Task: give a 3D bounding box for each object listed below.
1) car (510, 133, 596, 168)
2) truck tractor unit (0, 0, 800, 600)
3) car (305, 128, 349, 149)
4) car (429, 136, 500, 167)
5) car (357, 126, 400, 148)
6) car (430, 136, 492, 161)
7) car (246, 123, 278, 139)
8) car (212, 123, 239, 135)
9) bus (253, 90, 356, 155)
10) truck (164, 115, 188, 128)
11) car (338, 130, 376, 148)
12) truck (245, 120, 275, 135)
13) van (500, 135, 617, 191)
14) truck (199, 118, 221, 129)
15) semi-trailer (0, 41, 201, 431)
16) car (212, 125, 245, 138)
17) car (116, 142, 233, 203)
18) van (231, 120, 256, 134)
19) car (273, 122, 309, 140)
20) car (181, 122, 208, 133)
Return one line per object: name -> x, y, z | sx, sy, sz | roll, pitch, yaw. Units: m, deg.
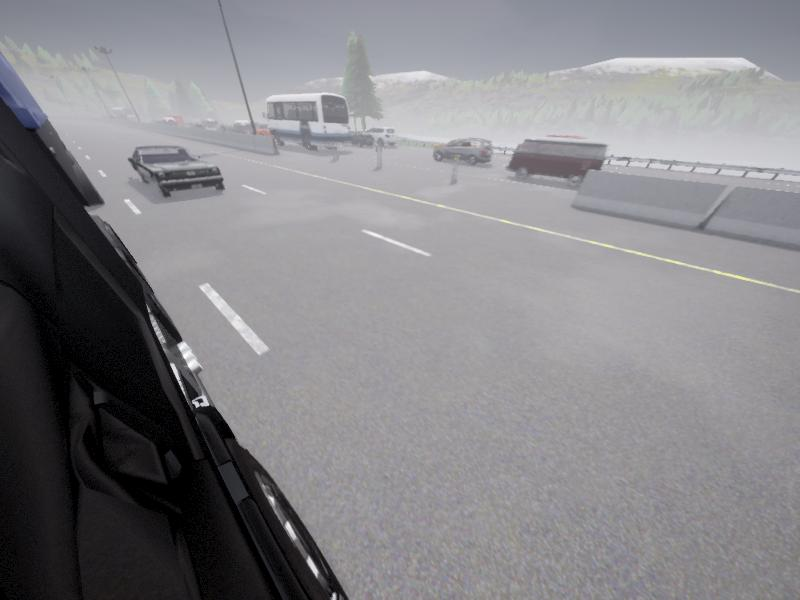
car -> 12.989, -13.071, 20.025 | 5.566, 2.045, 2.150 | 28, 44, 30
truck tractor unit -> -2.645, -0.295, 0.351 | 6.516, 4.208, 3.053 | 28, 44, 30
car -> -8.469, -18.830, 26.846 | 5.027, 1.651, 2.152 | 28, 44, 30
car -> 4.910, -11.724, 18.094 | 4.611, 1.667, 2.242 | 28, 44, 30
car -> -2.895, -21.532, 30.397 | 5.566, 2.045, 2.150 | 28, 44, 30
car -> 5.520, -14.093, 21.392 | 5.008, 1.535, 1.882 | 28, 44, 30
car -> -20.774, -25.458, 34.835 | 4.553, 1.767, 2.097 | 28, 44, 30
car -> -31.786, -31.218, 42.102 | 4.974, 1.542, 2.038 | 28, 44, 30
bus -> -9.470, -17.589, 22.959 | 10.273, 4.253, 3.944 | 29, 44, 30
truck -> -55.869, -44.432, 57.558 | 5.204, 2.467, 2.627 | 28, 44, 30
car -> -5.240, -19.820, 28.423 | 4.514, 1.525, 2.007 | 28, 44, 30
truck -> -28.629, -35.262, 47.186 | 6.274, 2.098, 2.390 | 28, 44, 30
van -> 8.112, -7.394, 12.257 | 4.442, 1.987, 1.775 | 28, 44, 30
truck -> -50.515, -46.926, 61.481 | 6.274, 2.098, 2.390 | 28, 44, 30
semi-trailer -> -8.685, -3.610, 4.247 | 14.254, 4.402, 2.717 | 28, 44, 30
car -> -25.589, -25.111, 34.438 | 5.357, 1.411, 2.033 | 28, 44, 30
car -> -8.519, -4.980, 8.692 | 4.718, 1.301, 1.895 | 28, 44, 30
van -> -30.232, -33.346, 44.596 | 4.480, 2.038, 2.069 | 28, 44, 30
car -> -16.977, -26.285, 35.939 | 5.566, 2.045, 2.150 | 28, 44, 30
car -> -37.565, -31.537, 42.225 | 4.902, 1.511, 2.128 | 28, 44, 30
